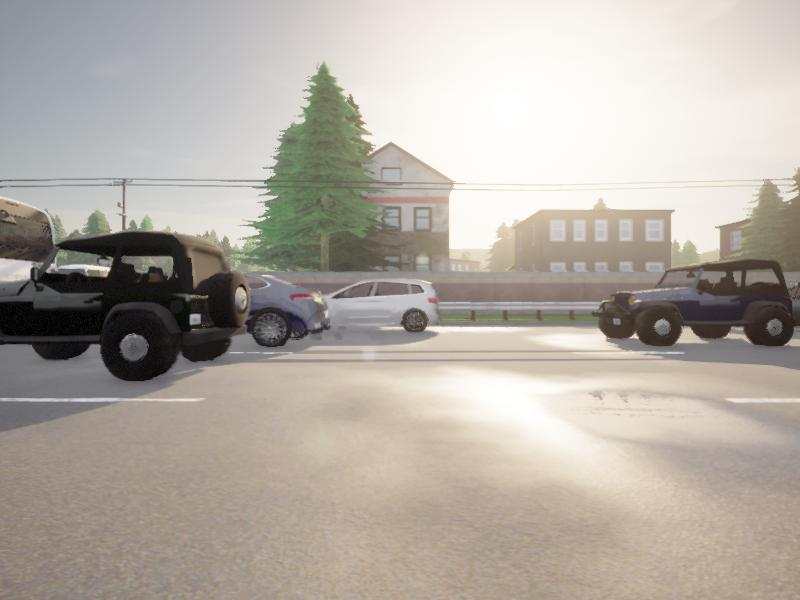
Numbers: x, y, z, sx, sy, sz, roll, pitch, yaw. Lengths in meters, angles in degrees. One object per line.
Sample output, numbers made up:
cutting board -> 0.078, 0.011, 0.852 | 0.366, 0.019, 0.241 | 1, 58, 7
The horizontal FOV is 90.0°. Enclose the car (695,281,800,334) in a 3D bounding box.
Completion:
car -> 12.330, 0.223, 12.652 | 4.514, 1.525, 2.007 | 0, 0, 0

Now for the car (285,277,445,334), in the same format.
car -> -1.013, 0.157, 12.705 | 4.611, 1.667, 2.242 | 0, 0, 0

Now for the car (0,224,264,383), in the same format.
car -> -4.203, 0.047, 5.718 | 3.866, 1.878, 1.905 | 0, 0, 0

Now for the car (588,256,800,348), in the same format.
car -> 6.703, 0.042, 9.175 | 3.866, 1.878, 1.905 | 0, 0, 0

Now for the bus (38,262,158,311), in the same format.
bus -> -28.855, -1.116, 39.237 | 3.944, 4.253, 10.273 | 0, 0, 1

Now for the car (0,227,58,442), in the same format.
car -> -5.258, 0.240, 2.221 | 4.902, 1.511, 2.128 | 0, 0, 0

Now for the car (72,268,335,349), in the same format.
car -> -4.185, 0.183, 9.237 | 5.027, 1.651, 2.152 | 0, 0, 0

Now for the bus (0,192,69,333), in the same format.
bus -> -17.197, -1.126, 12.551 | 10.273, 4.253, 3.944 | 0, 0, -1
